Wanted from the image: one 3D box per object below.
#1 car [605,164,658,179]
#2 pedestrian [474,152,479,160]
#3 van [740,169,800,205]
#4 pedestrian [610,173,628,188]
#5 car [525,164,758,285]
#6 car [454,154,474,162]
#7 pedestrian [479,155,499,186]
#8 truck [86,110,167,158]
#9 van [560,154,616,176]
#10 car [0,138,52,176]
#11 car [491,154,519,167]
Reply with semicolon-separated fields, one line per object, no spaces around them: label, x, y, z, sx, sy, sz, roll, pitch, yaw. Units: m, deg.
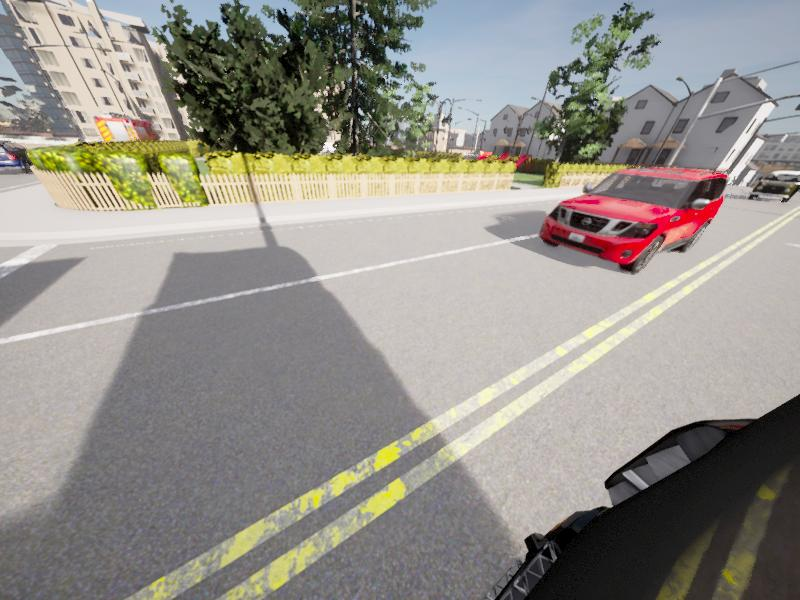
car;33.925;-18.974;34.058;2.038;1.542;4.974;-16;37;-26
pedestrian;21.601;-40.586;65.112;0.751;1.860;0.751;-5;34;-12
van;28.735;-8.600;17.499;4.480;2.038;2.069;-15;38;-26
pedestrian;17.985;-9.831;19.009;0.500;1.100;0.500;-14;37;-24
car;6.437;-2.371;6.238;5.566;2.045;2.150;-15;38;-25
car;15.315;-33.982;55.373;1.994;1.385;4.181;-15;38;-25
pedestrian;6.210;-9.104;16.260;0.751;1.860;0.751;5;33;3
truck;-30.815;-19.009;26.724;2.891;3.827;8.468;-15;38;-26
van;28.646;-20.828;35.519;1.988;2.561;5.915;-15;38;-26
car;-22.252;-8.133;13.052;1.789;1.549;3.705;-22;42;-33
car;21.038;-28.215;46.657;1.932;1.855;4.605;-15;38;-26
